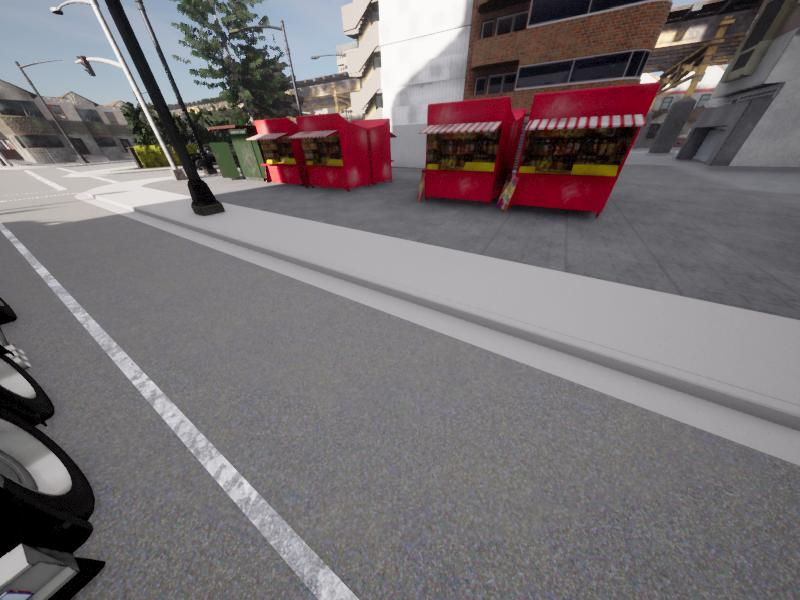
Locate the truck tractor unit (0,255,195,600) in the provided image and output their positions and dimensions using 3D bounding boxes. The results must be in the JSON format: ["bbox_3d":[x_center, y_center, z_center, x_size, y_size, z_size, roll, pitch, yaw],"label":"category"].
[{"bbox_3d":[-5.097,-0.314,0.801,6.516,4.208,3.053,19,39,25],"label":"truck tractor unit"}]

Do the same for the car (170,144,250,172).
[{"bbox_3d":[-19.116,-14.655,23.664,2.150,2.045,5.566,18,39,26],"label":"car"}]
